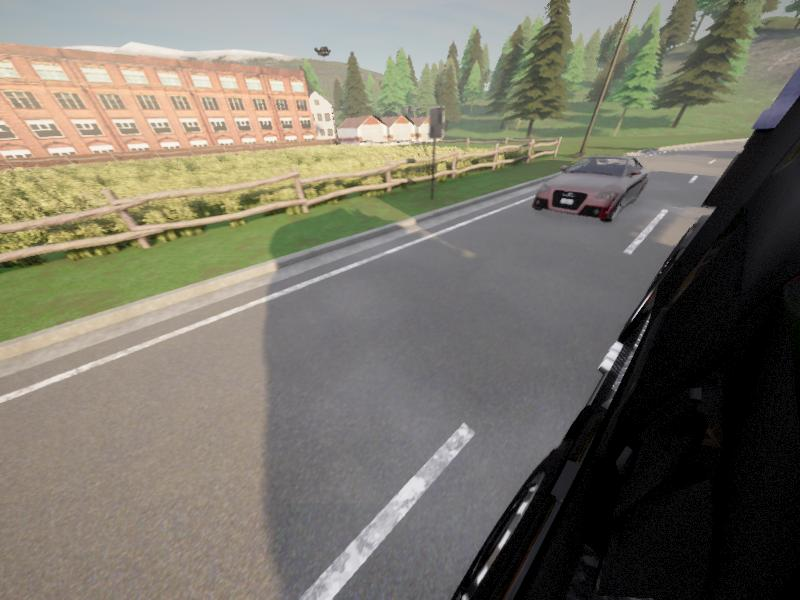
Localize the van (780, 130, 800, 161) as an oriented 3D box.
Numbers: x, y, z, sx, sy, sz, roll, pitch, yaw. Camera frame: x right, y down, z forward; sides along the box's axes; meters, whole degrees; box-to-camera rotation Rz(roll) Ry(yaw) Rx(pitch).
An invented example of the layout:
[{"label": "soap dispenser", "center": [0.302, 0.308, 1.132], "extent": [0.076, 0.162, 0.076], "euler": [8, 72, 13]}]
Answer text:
[{"label": "van", "center": [23.434, -8.656, 12.218], "extent": [2.069, 2.038, 4.480], "euler": [26, 45, 34]}]

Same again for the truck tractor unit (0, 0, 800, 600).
[{"label": "truck tractor unit", "center": [2.645, -0.295, 0.351], "extent": [6.516, 4.208, 3.053], "euler": [-28, 44, -30]}]

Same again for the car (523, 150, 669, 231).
[{"label": "car", "center": [5.938, -3.553, 7.001], "extent": [4.181, 1.385, 1.994], "euler": [-28, 43, -30]}]

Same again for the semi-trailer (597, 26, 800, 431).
[{"label": "semi-trailer", "center": [8.761, -3.537, 4.199], "extent": [14.254, 4.402, 2.717], "euler": [-27, 42, -29]}]
